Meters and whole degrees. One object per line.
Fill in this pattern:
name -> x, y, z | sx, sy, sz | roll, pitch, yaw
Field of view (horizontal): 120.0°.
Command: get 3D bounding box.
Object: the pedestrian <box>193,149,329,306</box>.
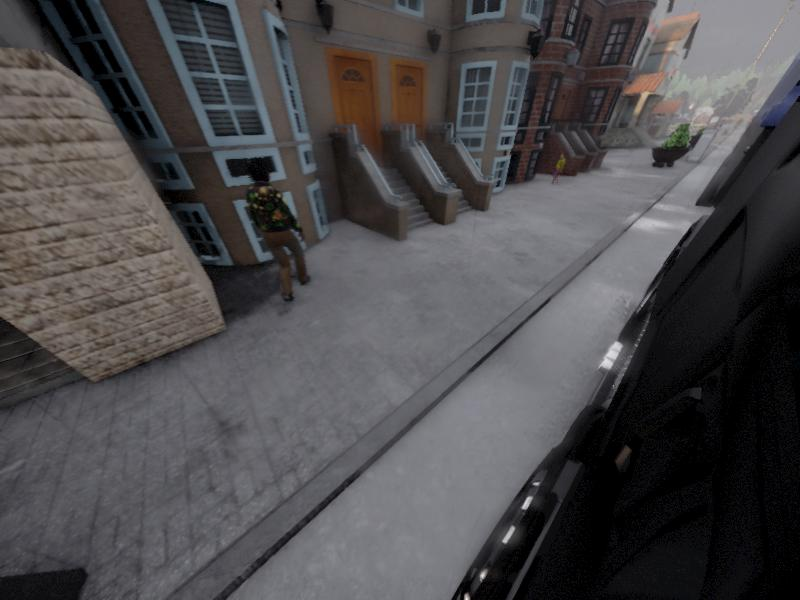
pedestrian -> -1.621, -0.892, 3.111 | 0.751, 1.860, 0.751 | -1, 36, 2

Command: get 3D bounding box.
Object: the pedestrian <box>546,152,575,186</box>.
pedestrian -> 6.347, -5.206, 9.184 | 0.500, 1.100, 0.500 | 3, 37, 7

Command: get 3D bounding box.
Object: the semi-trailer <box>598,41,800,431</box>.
semi-trailer -> 8.704, -3.568, 4.269 | 14.254, 4.402, 2.717 | -28, 44, -30

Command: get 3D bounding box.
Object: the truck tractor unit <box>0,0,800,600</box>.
truck tractor unit -> 2.645, -0.295, 0.351 | 6.516, 4.208, 3.053 | -28, 44, -30
